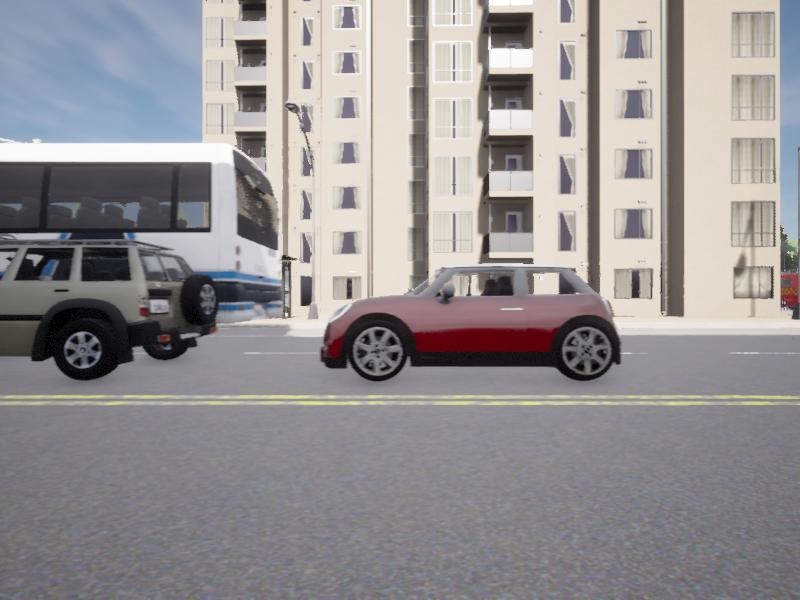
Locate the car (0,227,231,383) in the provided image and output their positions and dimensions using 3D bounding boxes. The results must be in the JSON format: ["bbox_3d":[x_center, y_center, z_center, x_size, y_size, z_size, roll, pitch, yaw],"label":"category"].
[{"bbox_3d":[-5.136,0.058,5.736,4.605,1.855,1.932,0,0,0],"label":"car"}]

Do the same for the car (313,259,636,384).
[{"bbox_3d":[0.883,0.253,5.708,3.806,1.475,1.970,0,0,0],"label":"car"}]

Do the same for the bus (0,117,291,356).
[{"bbox_3d":[-8.165,-1.127,9.127,10.273,4.253,3.944,0,0,0],"label":"bus"}]

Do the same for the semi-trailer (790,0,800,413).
[{"bbox_3d":[10.562,-1.226,2.180,14.254,4.402,2.717,0,0,0],"label":"semi-trailer"}]
